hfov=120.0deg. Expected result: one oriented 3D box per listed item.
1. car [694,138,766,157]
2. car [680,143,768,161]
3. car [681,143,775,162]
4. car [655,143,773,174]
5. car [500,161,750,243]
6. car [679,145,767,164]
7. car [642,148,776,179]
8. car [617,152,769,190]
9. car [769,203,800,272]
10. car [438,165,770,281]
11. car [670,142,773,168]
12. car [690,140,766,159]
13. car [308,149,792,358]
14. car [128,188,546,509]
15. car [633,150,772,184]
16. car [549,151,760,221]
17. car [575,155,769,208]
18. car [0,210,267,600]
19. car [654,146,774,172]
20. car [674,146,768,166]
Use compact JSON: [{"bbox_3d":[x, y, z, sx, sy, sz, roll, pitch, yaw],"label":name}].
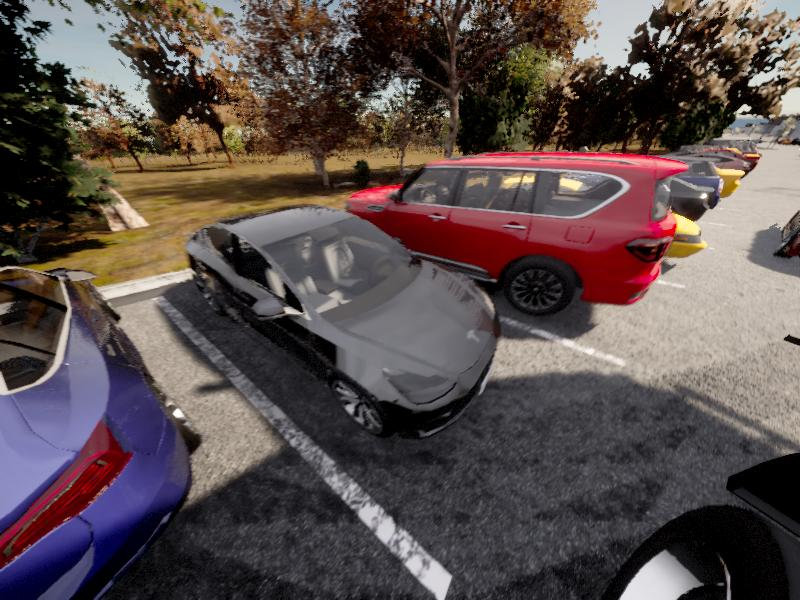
[{"bbox_3d":[41.417,-19.279,29.224,4.442,1.987,1.878,18,38,25],"label":"car"},{"bbox_3d":[36.611,-16.976,26.386,5.366,1.575,1.946,18,39,25],"label":"car"},{"bbox_3d":[34.641,-15.785,24.702,5.366,1.575,1.946,18,39,26],"label":"car"},{"bbox_3d":[22.840,-10.615,17.250,4.553,1.767,2.185,19,39,27],"label":"car"},{"bbox_3d":[6.154,-3.357,7.302,4.892,1.521,2.231,21,40,28],"label":"car"},{"bbox_3d":[32.181,-14.716,23.283,4.674,1.452,2.002,18,39,26],"label":"car"},{"bbox_3d":[20.514,-9.455,15.838,5.008,1.535,2.097,20,40,27],"label":"car"},{"bbox_3d":[15.736,-7.381,12.985,4.792,1.488,2.163,20,40,28],"label":"car"},{"bbox_3d":[10.142,-1.556,4.844,4.181,1.385,1.994,-23,41,-28],"label":"car"},{"bbox_3d":[3.879,-2.312,5.825,5.366,1.575,1.946,21,40,29],"label":"car"},{"bbox_3d":[27.568,-12.703,20.173,4.553,1.767,2.185,19,39,26],"label":"car"},{"bbox_3d":[39.077,-18.112,27.761,4.553,1.767,2.185,18,39,25],"label":"car"},{"bbox_3d":[1.263,-1.588,4.393,5.566,2.045,2.435,21,41,29],"label":"car"},{"bbox_3d":[-1.123,-0.352,3.145,4.792,1.488,2.163,21,40,29],"label":"car"},{"bbox_3d":[18.174,-8.392,14.399,4.792,1.488,2.163,20,39,27],"label":"car"},{"bbox_3d":[8.593,-4.454,8.618,4.553,1.767,2.185,21,40,28],"label":"car"},{"bbox_3d":[10.984,-5.362,10.106,5.008,1.535,2.097,21,40,28],"label":"car"},{"bbox_3d":[-3.617,0.622,1.785,4.792,1.488,2.163,21,40,29],"label":"car"},{"bbox_3d":[25.052,-11.606,18.856,5.366,1.575,1.946,19,40,27],"label":"car"},{"bbox_3d":[29.871,-13.641,21.775,4.674,1.452,2.002,19,39,26],"label":"car"}]
